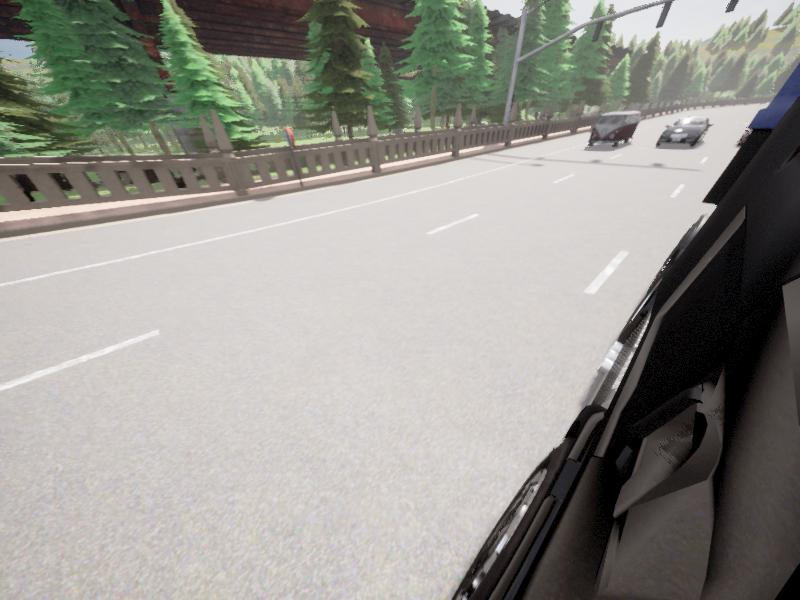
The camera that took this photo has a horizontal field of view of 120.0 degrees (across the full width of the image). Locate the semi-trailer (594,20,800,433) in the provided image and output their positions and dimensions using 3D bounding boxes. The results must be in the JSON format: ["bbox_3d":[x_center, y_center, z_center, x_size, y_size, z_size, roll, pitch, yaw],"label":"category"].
[{"bbox_3d":[8.896,-3.508,3.947,14.254,4.402,2.717,-26,43,-27],"label":"semi-trailer"}]

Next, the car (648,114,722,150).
[{"bbox_3d":[18.724,-11.064,15.143,4.902,1.511,2.128,-30,45,-29],"label":"car"}]

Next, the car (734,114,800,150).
[{"bbox_3d":[21.699,-9.860,13.467,4.181,1.385,1.994,-30,45,-29],"label":"car"}]

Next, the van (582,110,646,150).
[{"bbox_3d":[15.099,-12.033,16.305,4.442,1.987,1.775,-30,45,-29],"label":"van"}]

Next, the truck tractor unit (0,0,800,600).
[{"bbox_3d":[2.645,-0.295,0.351,6.516,4.208,3.053,-28,44,-30],"label":"truck tractor unit"}]
